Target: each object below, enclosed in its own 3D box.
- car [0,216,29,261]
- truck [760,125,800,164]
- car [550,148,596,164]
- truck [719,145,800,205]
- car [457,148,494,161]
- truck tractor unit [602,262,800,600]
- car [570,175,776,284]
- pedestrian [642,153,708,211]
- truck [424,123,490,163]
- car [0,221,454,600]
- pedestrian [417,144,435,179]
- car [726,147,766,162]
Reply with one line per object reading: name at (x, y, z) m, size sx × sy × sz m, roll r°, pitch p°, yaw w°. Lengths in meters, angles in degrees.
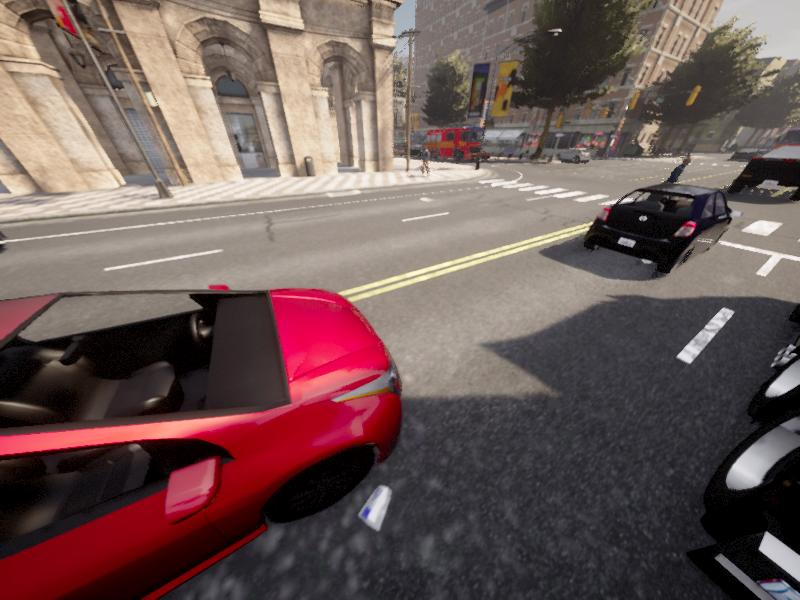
car at (-10.570, -1.024, 4.049) m, size 3.633 × 1.501 × 1.845 m, roll -18°, pitch 39°, yaw -24°
truck at (51.145, -19.882, 29.616) m, size 8.468 × 3.827 × 2.891 m, roll -18°, pitch 39°, yaw -25°
car at (21.332, -17.966, 28.685) m, size 1.970 × 1.475 × 3.806 m, roll -13°, pitch 37°, yaw -19°
truck at (19.742, -6.552, 11.730) m, size 6.274 × 2.098 × 2.390 m, roll -18°, pitch 39°, yaw -24°
car at (10.240, -20.045, 31.744) m, size 1.895 × 1.301 × 4.718 m, roll -18°, pitch 39°, yaw -24°
truck tractor unit at (5.107, -0.305, 0.787) m, size 6.516 × 4.208 × 3.053 m, roll -18°, pitch 39°, yaw -24°
car at (6.277, -1.901, 5.439) m, size 3.633 × 1.501 × 1.845 m, roll -18°, pitch 39°, yaw -25°
pedestrian at (10.621, -4.582, 8.994) m, size 0.751 × 1.860 × 0.751 m, roll -17°, pitch 38°, yaw -23°
truck at (6.909, -20.395, 30.007) m, size 2.891 × 3.827 × 8.468 m, roll -18°, pitch 39°, yaw -24°
car at (-2.184, 0.871, 1.394) m, size 4.514 × 1.525 × 2.007 m, roll -18°, pitch 39°, yaw -24°
pedestrian at (1.658, -8.974, 14.968) m, size 0.751 × 1.860 × 0.751 m, roll -15°, pitch 38°, yaw -21°
car at (48.219, -20.338, 32.159) m, size 5.238 × 1.638 × 1.930 m, roll -19°, pitch 39°, yaw -25°
